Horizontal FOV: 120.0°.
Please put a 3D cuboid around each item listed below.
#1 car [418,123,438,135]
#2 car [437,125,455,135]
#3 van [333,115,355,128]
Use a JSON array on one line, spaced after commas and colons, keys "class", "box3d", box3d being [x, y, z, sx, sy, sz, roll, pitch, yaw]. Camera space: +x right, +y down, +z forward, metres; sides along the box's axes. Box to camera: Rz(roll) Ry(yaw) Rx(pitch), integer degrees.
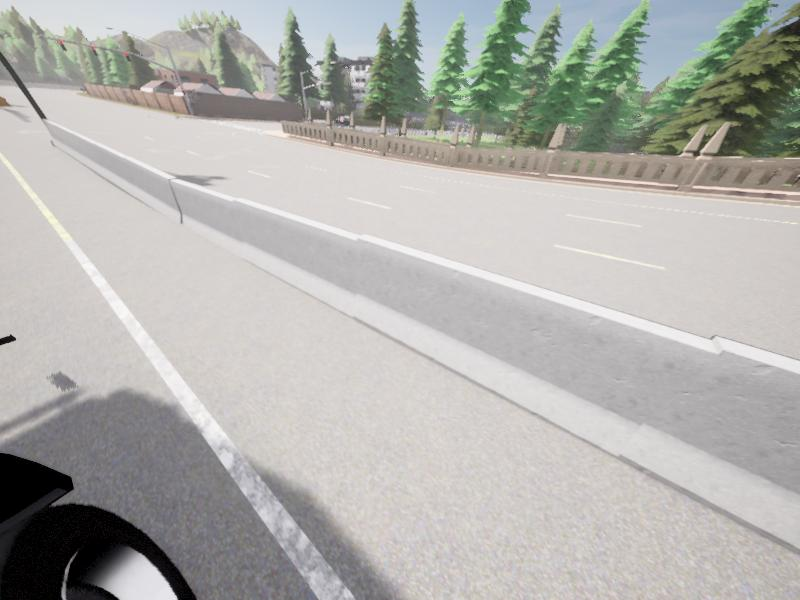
[{"class": "car", "box3d": [7.252, -43.754, 59.232, 2.150, 2.045, 5.566, 28, 43, 25]}, {"class": "car", "box3d": [13.135, -48.327, 65.818, 2.150, 2.045, 5.566, 28, 43, 25]}, {"class": "van", "box3d": [-12.298, -39.545, 51.205, 2.069, 2.038, 4.480, 28, 43, 25]}]
